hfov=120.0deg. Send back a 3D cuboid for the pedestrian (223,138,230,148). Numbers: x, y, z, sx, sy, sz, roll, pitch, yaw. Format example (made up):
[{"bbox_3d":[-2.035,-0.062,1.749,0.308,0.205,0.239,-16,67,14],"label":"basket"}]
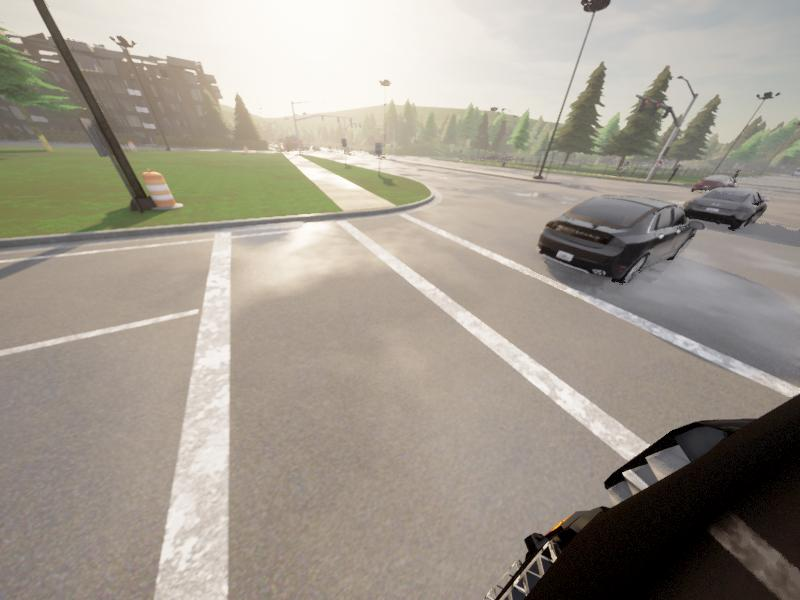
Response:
[{"bbox_3d":[-41.100,-37.222,54.856,0.751,1.860,0.751,-14,37,-24],"label":"pedestrian"}]

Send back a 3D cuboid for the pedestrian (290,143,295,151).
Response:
[{"bbox_3d":[-28.390,-40.521,61.161,0.751,1.860,0.751,-18,39,-28],"label":"pedestrian"}]

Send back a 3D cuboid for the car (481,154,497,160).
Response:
[{"bbox_3d":[31.040,-50.046,80.952,5.027,1.651,2.152,-16,38,-26],"label":"car"}]

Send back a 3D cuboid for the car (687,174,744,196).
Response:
[{"bbox_3d":[27.833,-10.214,20.399,4.674,1.442,1.812,-16,38,-26],"label":"car"}]

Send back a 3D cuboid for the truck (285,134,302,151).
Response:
[{"bbox_3d":[-32.967,-48.596,71.252,2.891,3.827,8.468,-16,38,-26],"label":"truck"}]

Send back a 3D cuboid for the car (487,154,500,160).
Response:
[{"bbox_3d":[31.479,-48.022,77.758,3.988,1.617,1.851,-16,38,-26],"label":"car"}]

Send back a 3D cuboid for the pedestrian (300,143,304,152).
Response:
[{"bbox_3d":[-26.419,-41.141,62.260,0.751,1.860,0.751,-17,38,-27],"label":"pedestrian"}]

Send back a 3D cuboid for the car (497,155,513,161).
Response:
[{"bbox_3d":[34.522,-46.691,75.889,4.856,1.649,2.033,-16,38,-26],"label":"car"}]

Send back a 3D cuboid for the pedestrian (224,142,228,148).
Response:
[{"bbox_3d":[-41.740,-37.143,55.373,0.500,1.100,0.500,-15,38,-26],"label":"pedestrian"}]

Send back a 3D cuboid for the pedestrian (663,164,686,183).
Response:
[{"bbox_3d":[31.973,-14.775,26.933,0.751,1.860,0.751,-13,37,-23],"label":"pedestrian"}]

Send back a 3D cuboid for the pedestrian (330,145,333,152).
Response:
[{"bbox_3d":[-20.242,-44.842,68.363,0.751,1.860,0.751,-8,35,-16],"label":"pedestrian"}]

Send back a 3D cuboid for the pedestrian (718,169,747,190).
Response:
[{"bbox_3d":[34.459,-12.506,23.987,0.751,1.860,0.751,-10,36,-19],"label":"pedestrian"}]

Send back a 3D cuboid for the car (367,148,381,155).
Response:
[{"bbox_3d":[-7.424,-42.635,66.320,1.930,1.638,5.238,-15,38,-26],"label":"car"}]

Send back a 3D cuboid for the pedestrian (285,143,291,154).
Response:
[{"bbox_3d":[-23.579,-31.915,48.548,0.751,1.860,0.751,-14,37,-24],"label":"pedestrian"}]

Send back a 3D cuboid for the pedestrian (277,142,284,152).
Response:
[{"bbox_3d":[-26.619,-33.993,51.440,0.751,1.860,0.751,-17,38,-27],"label":"pedestrian"}]

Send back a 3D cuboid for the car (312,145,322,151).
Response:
[{"bbox_3d":[-27.021,-49.394,75.051,1.837,1.490,4.892,-16,38,-26],"label":"car"}]

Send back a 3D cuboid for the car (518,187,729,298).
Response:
[{"bbox_3d":[5.505,-1.726,5.694,4.892,1.490,1.837,-16,38,-26],"label":"car"}]

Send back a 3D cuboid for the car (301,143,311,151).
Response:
[{"bbox_3d":[-29.818,-48.475,73.100,1.905,1.878,3.866,-16,38,-26],"label":"car"}]

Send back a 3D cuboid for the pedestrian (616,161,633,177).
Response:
[{"bbox_3d":[29.789,-17.381,30.692,0.751,1.860,0.751,-13,37,-23],"label":"pedestrian"}]

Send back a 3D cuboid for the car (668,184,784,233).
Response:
[{"bbox_3d":[14.482,-4.197,10.277,4.181,1.385,1.994,-16,38,-26],"label":"car"}]
